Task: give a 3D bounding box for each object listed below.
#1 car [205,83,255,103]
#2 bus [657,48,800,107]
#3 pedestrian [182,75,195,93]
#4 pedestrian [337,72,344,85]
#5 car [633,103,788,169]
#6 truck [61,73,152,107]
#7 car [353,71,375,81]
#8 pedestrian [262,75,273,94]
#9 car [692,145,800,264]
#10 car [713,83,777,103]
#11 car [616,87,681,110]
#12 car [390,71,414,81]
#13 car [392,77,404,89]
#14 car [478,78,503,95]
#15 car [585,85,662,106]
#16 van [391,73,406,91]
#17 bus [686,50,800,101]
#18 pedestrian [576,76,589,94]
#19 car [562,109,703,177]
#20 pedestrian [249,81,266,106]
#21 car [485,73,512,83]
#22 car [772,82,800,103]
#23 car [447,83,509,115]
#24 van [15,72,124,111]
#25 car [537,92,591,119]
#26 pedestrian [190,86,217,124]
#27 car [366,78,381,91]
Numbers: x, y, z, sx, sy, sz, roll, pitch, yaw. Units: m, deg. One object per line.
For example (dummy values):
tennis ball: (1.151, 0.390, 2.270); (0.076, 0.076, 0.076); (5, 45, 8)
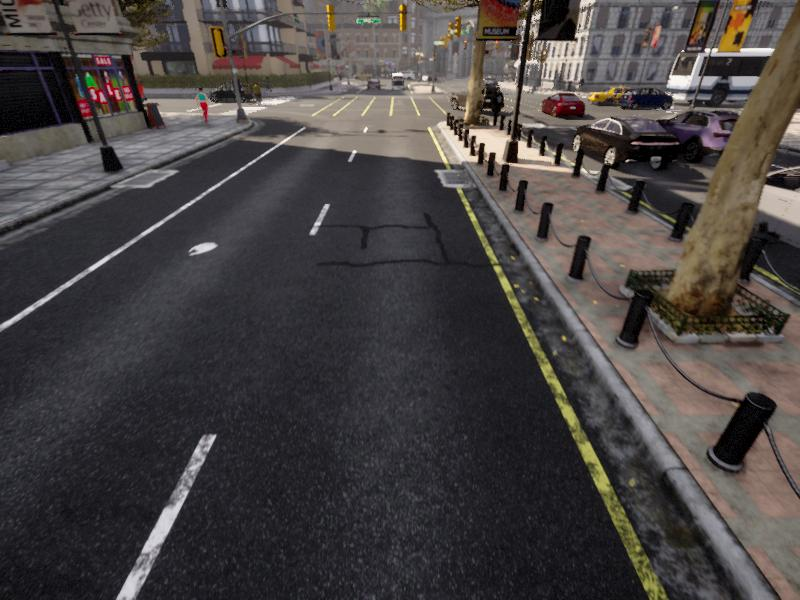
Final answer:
car: (-15.929, -19.411, 37.548); (3.705, 1.549, 1.789); (0, 30, 0)
bus: (28.905, -19.049, 34.301); (10.273, 4.253, 3.944); (0, 30, 0)
pedestrian: (-25.633, -26.198, 48.471); (0.751, 1.860, 0.751); (-1, 30, -2)
pedestrian: (-10.172, -37.859, 68.380); (0.751, 1.860, 0.751); (4, 31, 7)
car: (11.407, -6.421, 15.336); (2.033, 1.649, 4.856); (0, 30, 0)
truck: (-24.879, -17.999, 34.228); (5.204, 2.467, 2.627); (0, 30, 0)
car: (-8.242, -50.828, 90.842); (4.605, 1.855, 1.932); (3, 30, 5)
pedestrian: (-15.321, -24.897, 46.260); (0.751, 1.860, 0.751); (-12, 33, -20)
car: (7.934, -1.865, 7.655); (1.845, 1.501, 3.633); (0, 30, 0)
car: (32.589, -19.632, 37.914); (3.988, 1.617, 1.851); (0, 30, 0)
car: (19.636, -16.015, 31.787); (3.705, 1.549, 1.789); (0, 30, 0)
car: (0.450, -50.919, 90.843); (5.566, 2.045, 2.150); (0, 30, 0)
car: (-0.271, -34.089, 62.716); (1.812, 1.442, 4.674); (0, 30, 0)
car: (11.274, -26.963, 50.372); (1.930, 1.638, 5.238); (0, 31, 0)
car: (19.399, -17.858, 34.904); (5.366, 1.575, 1.801); (1, 30, 2)
van: (-0.245, -31.076, 56.984); (2.069, 2.038, 4.480); (0, 30, 0)
bus: (35.863, -22.491, 40.180); (10.273, 4.253, 3.944); (0, 30, 0)
pedestrian: (21.177, -25.039, 46.531); (0.751, 1.860, 0.751); (-2, 30, -3)
car: (7.907, -5.777, 14.350); (2.128, 1.511, 4.902); (0, 30, 0)
pedestrian: (-12.086, -17.547, 34.023); (0.751, 1.860, 0.751); (14, 33, 22)
car: (20.691, -46.863, 84.352); (5.027, 1.651, 2.152); (-11, 32, -17)
car: (38.840, -19.681, 37.939); (4.611, 1.667, 2.242); (0, 30, 0)
car: (5.671, -14.995, 29.714); (1.932, 1.855, 4.605); (-14, 33, -24)
van: (-25.556, -16.251, 31.178); (5.915, 2.561, 1.988); (-1, 30, -1)
car: (11.358, -13.681, 27.982); (1.994, 1.385, 4.181); (0, 31, 0)
pedestrian: (-11.026, -10.953, 22.472); (0.751, 1.860, 0.751); (0, 30, -1)
car: (-3.752, -31.124, 57.654); (1.812, 1.442, 4.674); (0, 30, 0)
